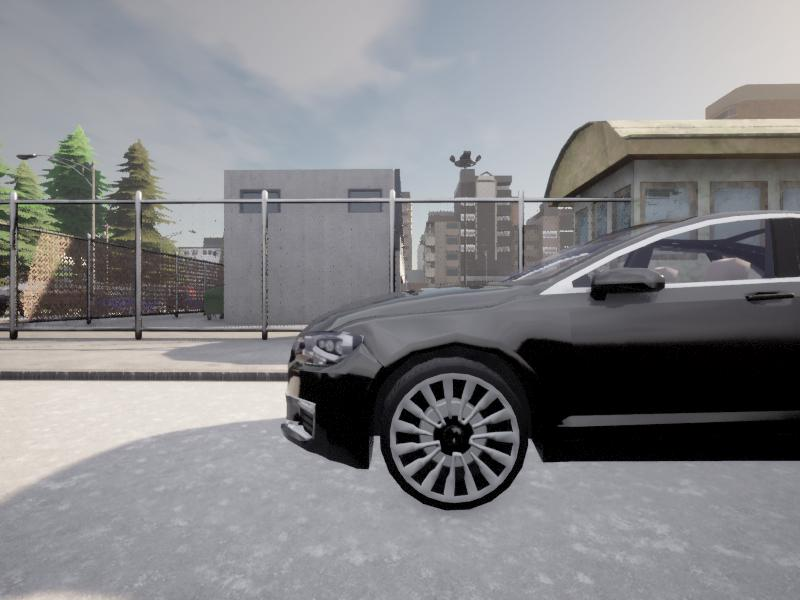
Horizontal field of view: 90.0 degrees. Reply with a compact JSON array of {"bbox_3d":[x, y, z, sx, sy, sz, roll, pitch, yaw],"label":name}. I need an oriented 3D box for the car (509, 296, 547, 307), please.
[{"bbox_3d":[19.123,0.181,59.899,5.027,1.651,2.152,0,0,1],"label":"car"}]

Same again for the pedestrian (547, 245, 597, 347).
[{"bbox_3d":[3.291,-0.067,7.722,0.751,1.860,0.751,0,0,12],"label":"pedestrian"}]

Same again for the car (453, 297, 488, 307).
[{"bbox_3d":[9.808,0.270,56.091,4.674,1.442,1.812,0,0,1],"label":"car"}]

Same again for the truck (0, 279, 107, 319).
[{"bbox_3d":[-21.160,-0.059,24.044,2.390,2.098,6.274,0,0,1],"label":"truck"}]

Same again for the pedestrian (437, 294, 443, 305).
[{"bbox_3d":[6.377,-0.067,63.762,0.751,1.860,0.751,0,0,26],"label":"pedestrian"}]

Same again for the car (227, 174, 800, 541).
[{"bbox_3d":[1.742,0.236,2.706,4.902,1.511,2.128,0,0,1],"label":"car"}]

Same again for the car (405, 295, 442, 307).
[{"bbox_3d":[3.273,0.171,56.275,5.238,1.638,1.930,0,0,2],"label":"car"}]
